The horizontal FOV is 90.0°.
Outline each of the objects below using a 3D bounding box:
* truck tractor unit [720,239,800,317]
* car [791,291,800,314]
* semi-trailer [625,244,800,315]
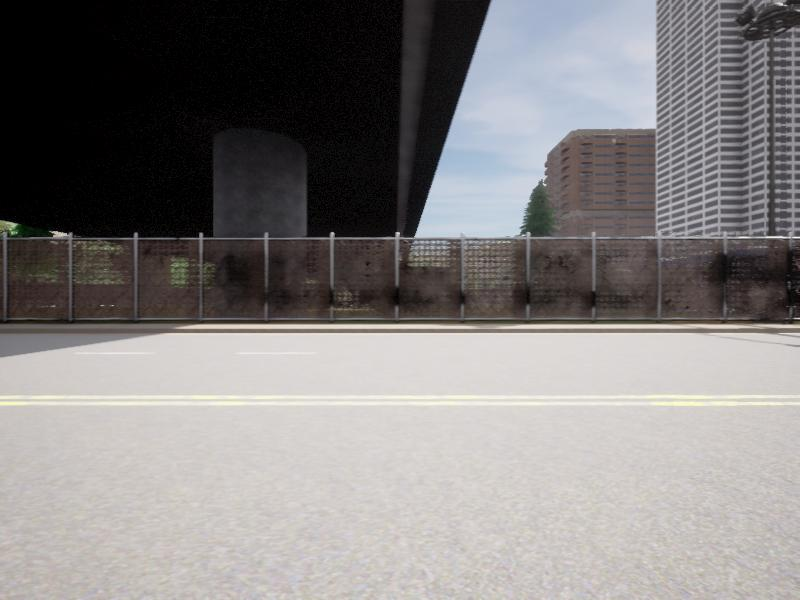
[{"bbox_3d":[23.213,-1.176,23.812,3.053,4.208,6.516,0,0,0],"label":"truck tractor unit"},{"bbox_3d":[26.717,0.167,24.071,2.007,1.525,4.514,0,0,0],"label":"car"},{"bbox_3d":[23.220,-1.278,31.725,2.717,4.402,14.254,0,0,0],"label":"semi-trailer"}]
